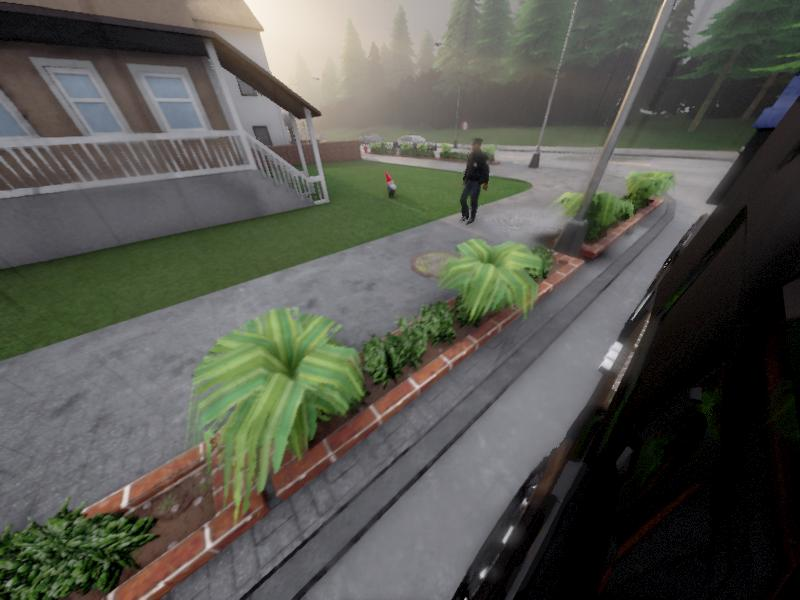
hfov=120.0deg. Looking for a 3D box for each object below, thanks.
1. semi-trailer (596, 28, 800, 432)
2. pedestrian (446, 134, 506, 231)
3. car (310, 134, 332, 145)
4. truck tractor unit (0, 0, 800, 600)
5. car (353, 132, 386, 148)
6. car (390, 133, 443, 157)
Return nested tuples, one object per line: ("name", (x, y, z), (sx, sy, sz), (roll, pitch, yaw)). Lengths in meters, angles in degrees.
("semi-trailer", (8.802, -3.539, 4.112), (14.254, 4.402, 2.717), (-27, 43, -28))
("pedestrian", (1.696, -2.706, 5.389), (0.751, 1.860, 0.751), (-26, 42, -27))
("car", (-15.467, -31.250, 44.950), (2.033, 1.649, 4.856), (-26, 43, -28))
("truck tractor unit", (2.645, -0.295, 0.351), (6.516, 4.208, 3.053), (-28, 44, -30))
("car", (-4.481, -23.132, 33.414), (2.152, 1.651, 5.027), (-27, 43, -28))
("car", (1.401, -14.886, 22.028), (1.930, 1.638, 5.238), (-27, 43, -28))
